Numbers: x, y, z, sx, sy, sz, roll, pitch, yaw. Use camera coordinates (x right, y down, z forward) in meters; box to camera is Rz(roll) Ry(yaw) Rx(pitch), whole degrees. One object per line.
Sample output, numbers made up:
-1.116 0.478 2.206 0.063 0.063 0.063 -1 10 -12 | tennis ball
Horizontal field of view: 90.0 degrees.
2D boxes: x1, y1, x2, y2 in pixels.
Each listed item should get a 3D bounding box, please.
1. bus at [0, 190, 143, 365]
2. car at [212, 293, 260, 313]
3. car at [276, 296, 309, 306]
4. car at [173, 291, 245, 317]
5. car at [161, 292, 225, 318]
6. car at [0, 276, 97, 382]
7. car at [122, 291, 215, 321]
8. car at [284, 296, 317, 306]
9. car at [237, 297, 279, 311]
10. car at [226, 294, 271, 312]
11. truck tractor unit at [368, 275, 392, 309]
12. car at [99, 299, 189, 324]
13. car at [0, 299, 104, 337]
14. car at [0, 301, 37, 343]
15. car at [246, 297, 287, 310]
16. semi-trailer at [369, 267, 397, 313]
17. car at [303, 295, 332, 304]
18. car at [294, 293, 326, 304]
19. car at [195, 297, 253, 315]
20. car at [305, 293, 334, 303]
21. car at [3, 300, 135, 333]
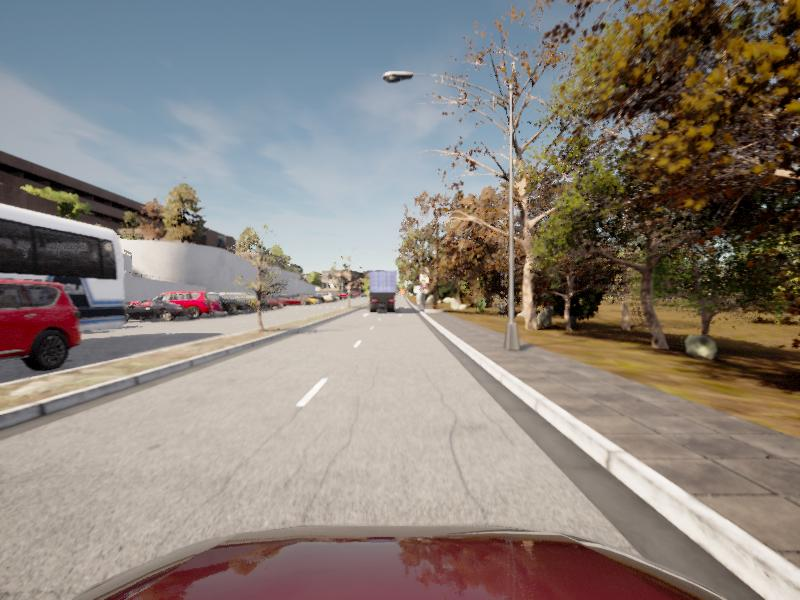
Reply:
-11.687 -0.550 9.945 3.944 4.253 10.273 0 0 0 | bus
-16.971 0.247 41.530 4.442 1.987 1.878 -1 1 -20 | car
-16.822 0.193 62.563 4.792 1.488 2.163 -1 1 -20 | car
-16.841 0.306 35.622 5.566 2.045 2.435 -1 1 -20 | car
-16.759 0.373 32.669 4.442 1.987 1.878 -1 1 -20 | car
-8.799 0.563 7.393 2.150 2.045 5.566 0 0 0 | car
-16.895 0.393 29.626 5.566 2.045 2.435 -1 1 -20 | car
-17.016 0.073 68.486 5.366 1.575 1.946 -1 1 -20 | car
-16.851 0.423 47.540 4.674 1.452 2.002 -1 1 -20 | car
-16.830 0.301 44.566 4.553 1.767 2.185 -1 1 -20 | car
-2.687 -1.047 52.793 3.053 4.208 6.516 0 1 -4 | truck tractor unit
-16.864 0.722 26.659 4.674 1.452 2.002 -1 1 -20 | car
-16.701 0.769 17.775 5.366 1.575 1.946 -1 0 -20 | car
-16.901 0.829 14.706 4.792 1.488 2.163 -1 1 -20 | car
-16.829 0.368 50.558 4.792 1.488 2.163 -1 1 -20 | car
-2.119 -1.032 44.899 2.717 4.402 14.254 0 1 -4 | semi-trailer
-16.665 -0.158 80.630 5.366 1.575 1.946 -1 1 -20 | car
-16.818 -0.279 74.573 5.566 2.045 2.435 -1 1 -20 | car
-16.855 0.515 38.594 4.892 1.521 2.231 -1 1 -20 | car
-16.864 -0.470 83.551 5.566 2.045 2.435 -1 2 -20 | car
-16.844 0.778 20.702 4.792 1.488 2.163 -1 0 -20 | car
